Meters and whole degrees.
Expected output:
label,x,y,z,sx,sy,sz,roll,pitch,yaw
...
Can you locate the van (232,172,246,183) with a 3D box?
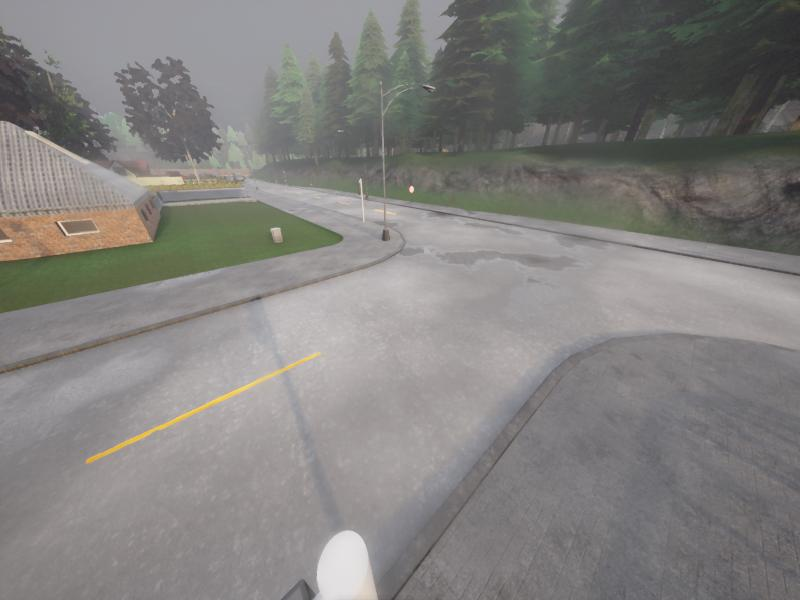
label,x,y,z,sx,sy,sz,roll,pitch,yaw
van,-47.994,-36.419,68.710,1.988,2.561,5.915,-23,37,-34
